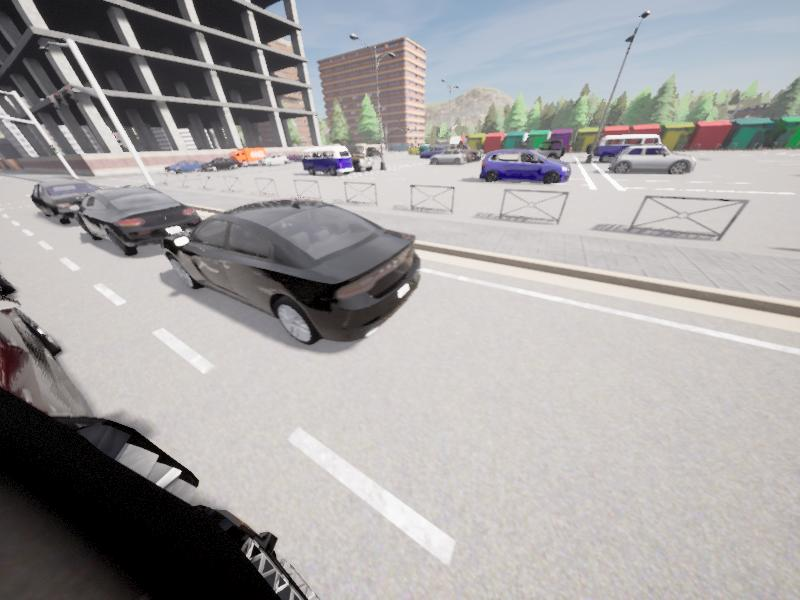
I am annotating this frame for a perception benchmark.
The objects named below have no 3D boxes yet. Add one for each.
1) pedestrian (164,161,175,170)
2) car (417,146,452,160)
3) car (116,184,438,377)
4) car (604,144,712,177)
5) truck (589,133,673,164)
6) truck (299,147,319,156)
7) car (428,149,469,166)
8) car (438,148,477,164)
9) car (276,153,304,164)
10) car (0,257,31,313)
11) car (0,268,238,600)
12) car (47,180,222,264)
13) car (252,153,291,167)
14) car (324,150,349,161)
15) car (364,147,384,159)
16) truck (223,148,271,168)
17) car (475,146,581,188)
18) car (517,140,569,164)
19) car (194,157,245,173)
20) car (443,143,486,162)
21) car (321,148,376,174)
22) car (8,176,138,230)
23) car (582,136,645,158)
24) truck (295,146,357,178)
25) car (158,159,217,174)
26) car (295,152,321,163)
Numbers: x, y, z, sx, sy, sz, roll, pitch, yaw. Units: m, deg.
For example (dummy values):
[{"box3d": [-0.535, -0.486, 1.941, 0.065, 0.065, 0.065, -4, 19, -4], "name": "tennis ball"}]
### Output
[{"box3d": [-33.329, -19.423, 33.398, 0.500, 1.100, 0.500, 16, 38, 25], "name": "pedestrian"}, {"box3d": [5.228, -22.450, 35.312, 4.611, 1.667, 2.242, 17, 38, 26], "name": "car"}, {"box3d": [-2.108, -0.881, 3.906, 5.008, 1.535, 1.882, 16, 38, 25], "name": "car"}, {"box3d": [15.281, -8.518, 14.080, 3.806, 1.475, 1.970, 17, 38, 26], "name": "car"}, {"box3d": [19.610, -13.108, 20.051, 4.478, 2.038, 2.069, 17, 38, 26], "name": "truck"}, {"box3d": [-30.074, -49.206, 76.462, 2.615, 2.467, 5.204, 17, 38, 26], "name": "truck"}, {"box3d": [5.145, -15.251, 24.723, 3.806, 1.475, 1.970, 17, 38, 26], "name": "car"}, {"box3d": [6.602, -16.712, 26.754, 3.905, 1.438, 1.784, 17, 38, 26], "name": "car"}, {"box3d": [-20.117, -26.104, 42.526, 1.816, 1.474, 4.193, 16, 38, 25], "name": "car"}, {"box3d": [-9.206, -0.618, 4.161, 4.718, 1.301, 1.895, 16, 38, 26], "name": "car"}, {"box3d": [-3.698, 0.929, 1.357, 4.792, 1.488, 2.163, 16, 38, 26], "name": "car"}, {"box3d": [-7.713, -2.489, 6.725, 4.674, 1.442, 1.812, 16, 38, 26], "name": "car"}, {"box3d": [-20.192, -22.194, 36.529, 2.242, 1.667, 4.611, 16, 38, 25], "name": "car"}, {"box3d": [-12.801, -29.530, 47.131, 1.882, 1.535, 5.008, 16, 38, 25], "name": "car"}, {"box3d": [-5.112, -29.532, 46.350, 1.905, 1.878, 3.866, 16, 38, 25], "name": "car"}, {"box3d": [-24.055, -22.596, 36.646, 2.627, 2.467, 5.204, 16, 38, 25], "name": "truck"}, {"box3d": [6.890, -7.441, 12.853, 4.611, 1.667, 2.242, 17, 38, 26], "name": "car"}, {"box3d": [14.101, -14.660, 22.871, 3.866, 1.878, 1.905, 17, 38, 26], "name": "car"}, {"box3d": [-24.086, -18.223, 31.009, 1.837, 1.490, 4.892, 16, 38, 25], "name": "car"}, {"box3d": [7.902, -18.229, 28.558, 4.605, 1.855, 1.932, 17, 38, 26], "name": "car"}, {"box3d": [-4.718, -12.885, 21.361, 4.605, 1.855, 1.932, 17, 38, 26], "name": "car"}, {"box3d": [-13.993, -4.321, 9.879, 5.357, 1.411, 2.033, 16, 38, 26], "name": "car"}, {"box3d": [23.700, -17.117, 25.945, 4.605, 1.855, 1.932, 17, 38, 26], "name": "car"}, {"box3d": [-6.118, -11.511, 19.229, 4.478, 2.038, 2.069, 17, 38, 26], "name": "truck"}, {"box3d": [-28.237, -17.949, 30.944, 2.033, 1.411, 5.357, 16, 38, 25], "name": "car"}, {"box3d": [-16.567, -25.737, 41.761, 1.970, 1.475, 3.806, 16, 38, 25], "name": "car"}]
